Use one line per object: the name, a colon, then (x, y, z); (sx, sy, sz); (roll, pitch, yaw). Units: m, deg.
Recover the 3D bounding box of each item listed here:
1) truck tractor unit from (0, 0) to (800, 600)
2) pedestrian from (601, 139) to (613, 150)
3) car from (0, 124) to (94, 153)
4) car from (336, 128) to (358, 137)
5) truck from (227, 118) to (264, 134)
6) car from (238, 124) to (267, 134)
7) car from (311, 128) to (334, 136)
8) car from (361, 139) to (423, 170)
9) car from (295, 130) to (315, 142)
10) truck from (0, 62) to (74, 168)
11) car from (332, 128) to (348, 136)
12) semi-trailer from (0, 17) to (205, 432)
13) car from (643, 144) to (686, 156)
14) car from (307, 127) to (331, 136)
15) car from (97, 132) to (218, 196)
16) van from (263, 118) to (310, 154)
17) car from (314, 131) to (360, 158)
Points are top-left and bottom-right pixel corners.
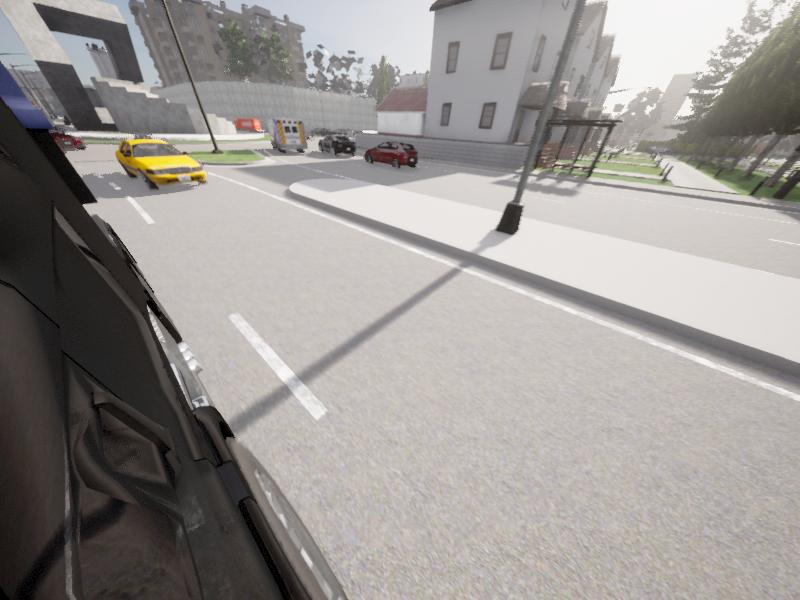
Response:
truck tractor unit: (-2.645, -0.295, 0.351); (6.516, 4.208, 3.053); (28, 44, 30)
pedestrian: (41.595, -31.245, 46.429); (0.751, 1.860, 0.751); (4, 37, 2)
car: (-24.209, -11.035, 15.767); (4.181, 1.385, 1.994); (11, 37, 11)
car: (-13.211, -41.861, 57.701); (2.038, 1.542, 4.974); (30, 44, 31)
truck: (-31.831, -35.928, 47.752); (5.204, 2.467, 2.627); (5, 36, 3)
car: (-32.372, -37.611, 50.756); (5.008, 1.535, 1.882); (5, 37, 3)
car: (-17.921, -38.988, 53.616); (1.812, 1.442, 4.674); (31, 45, 32)
car: (-0.645, -10.186, 16.058); (1.816, 1.474, 4.193); (-29, 47, -35)
car: (-14.606, -25.454, 35.794); (1.895, 1.301, 4.718); (-3, 37, -8)
truck: (-21.951, -9.179, 11.367); (8.468, 3.827, 2.891); (15, 38, 16)
car: (-15.482, -43.551, 59.823); (1.845, 1.501, 3.633); (30, 44, 31)
semi-trailer: (-8.902, -3.453, 4.025); (14.254, 4.402, 2.717); (26, 42, 28)
car: (50.769, -28.927, 44.424); (2.038, 1.542, 4.974); (-16, 41, -24)
car: (-19.615, -41.011, 56.147); (2.038, 1.542, 4.974); (30, 45, 32)
car: (-9.804, -5.655, 9.301); (5.366, 1.575, 1.801); (26, 43, 28)
van: (-10.622, -15.284, 21.458); (2.351, 2.431, 6.366); (-19, 42, -26)
car: (-5.813, -14.208, 20.982); (1.930, 1.638, 5.238); (-22, 43, -29)
